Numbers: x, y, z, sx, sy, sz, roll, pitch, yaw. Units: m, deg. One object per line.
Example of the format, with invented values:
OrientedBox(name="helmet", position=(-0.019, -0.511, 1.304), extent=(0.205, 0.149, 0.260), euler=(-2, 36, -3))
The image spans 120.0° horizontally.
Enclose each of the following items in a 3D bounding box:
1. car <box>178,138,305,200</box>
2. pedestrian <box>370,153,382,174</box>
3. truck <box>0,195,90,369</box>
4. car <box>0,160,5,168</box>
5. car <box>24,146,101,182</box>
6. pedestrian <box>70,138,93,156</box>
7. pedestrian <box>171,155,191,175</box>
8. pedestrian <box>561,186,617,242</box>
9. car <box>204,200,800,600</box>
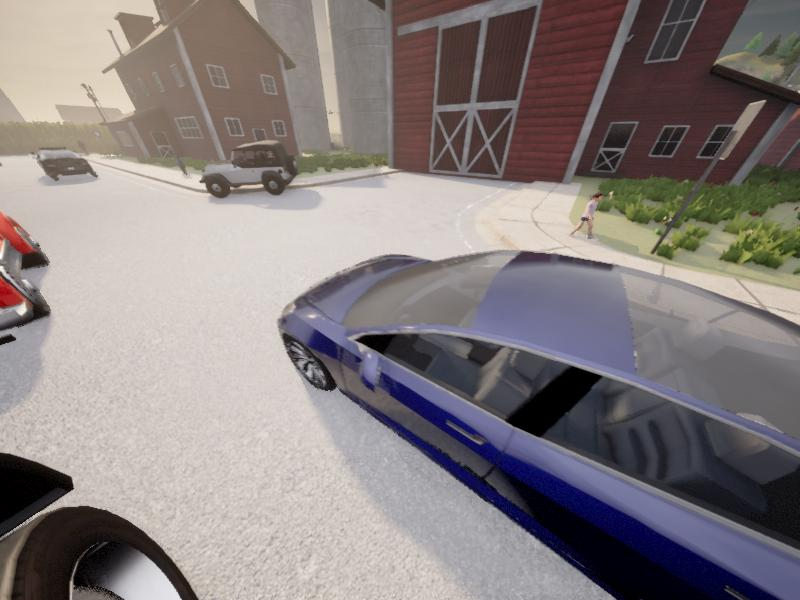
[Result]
OrientedBox(name="car", position=(-6.619, -5.854, 10.253), extent=(3.866, 1.878, 1.905), euler=(-5, 41, -5))
OrientedBox(name="pedestrian", position=(-1.523, -8.797, 14.871), extent=(0.500, 1.100, 0.500), euler=(-21, 41, -28))
OrientedBox(name="truck", position=(-7.127, -0.780, 2.793), extent=(5.204, 2.467, 2.627), euler=(22, 41, 28))
OrientedBox(name="car", position=(-35.854, -12.036, 19.533), extent=(4.181, 1.385, 1.994), euler=(22, 41, 28))
OrientedBox(name="car", position=(-22.068, -8.999, 15.090), extent=(5.238, 1.638, 1.930), euler=(22, 41, 28))
OrientedBox(name="pedestrian", position=(-39.681, -19.110, 28.810), extent=(0.751, 1.860, 0.751), euler=(16, 38, 21))
OrientedBox(name="pedestrian", position=(-14.095, -8.697, 14.886), extent=(0.500, 1.100, 0.500), euler=(29, 44, 34))
OrientedBox(name="pedestrian", position=(4.432, -2.033, 5.481), extent=(0.500, 1.100, 0.500), euler=(-15, 38, -21))
OrientedBox(name="car", position=(0.904, 0.436, 2.009), extent=(4.792, 1.488, 2.163), euler=(22, 41, 28))
